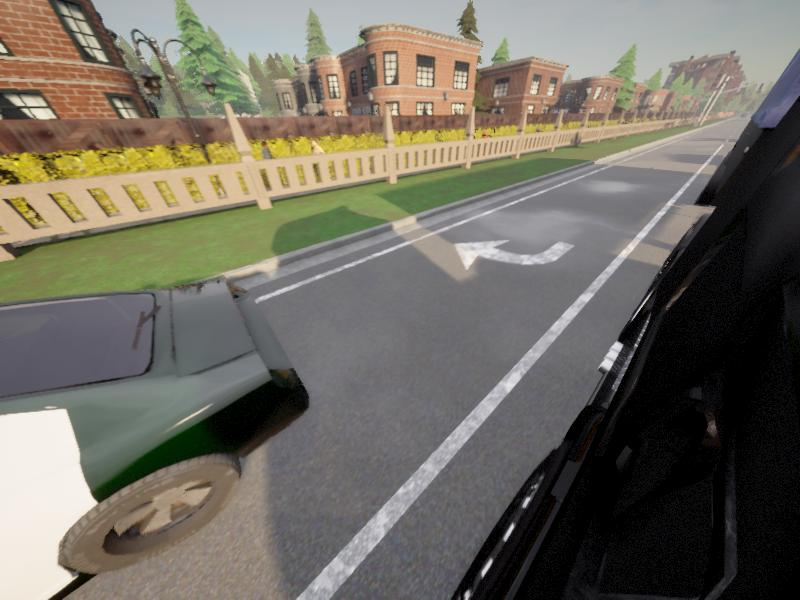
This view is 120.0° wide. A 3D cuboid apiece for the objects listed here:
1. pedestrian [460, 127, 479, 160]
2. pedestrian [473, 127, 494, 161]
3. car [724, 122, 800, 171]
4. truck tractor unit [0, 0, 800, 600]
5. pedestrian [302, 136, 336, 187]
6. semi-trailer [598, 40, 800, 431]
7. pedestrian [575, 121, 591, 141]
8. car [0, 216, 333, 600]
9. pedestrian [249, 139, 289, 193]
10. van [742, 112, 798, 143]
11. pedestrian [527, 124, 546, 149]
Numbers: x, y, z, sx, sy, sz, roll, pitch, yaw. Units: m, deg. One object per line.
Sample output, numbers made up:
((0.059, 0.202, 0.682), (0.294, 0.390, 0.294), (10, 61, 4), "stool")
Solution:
((4.975, -11.206, 16.578), (0.751, 1.860, 0.751), (-28, 44, -30), "pedestrian")
((5.720, -10.712, 15.866), (0.751, 1.860, 0.751), (-28, 44, -30), "pedestrian")
((19.022, -7.970, 11.823), (5.027, 1.651, 2.152), (-28, 43, -30), "car")
((2.645, -0.295, 0.351), (6.516, 4.208, 3.053), (-28, 44, -30), "truck tractor unit")
((-3.607, -6.181, 10.365), (0.751, 1.860, 0.751), (28, 46, 34), "pedestrian")
((8.682, -3.604, 4.261), (14.254, 4.402, 2.717), (-28, 44, -30), "semi-trailer")
((21.570, -19.916, 27.236), (0.751, 1.860, 0.751), (-29, 44, -30), "pedestrian")
((-3.188, 1.186, 1.004), (4.974, 1.542, 2.038), (-28, 43, -30), "car")
((-5.487, -5.631, 9.745), (0.751, 1.860, 0.751), (-27, 43, -29), "pedestrian")
((32.876, -15.368, 20.585), (4.442, 1.987, 1.775), (-26, 43, -28), "van")
((12.394, -14.828, 20.978), (0.751, 1.860, 0.751), (-29, 44, -30), "pedestrian")
